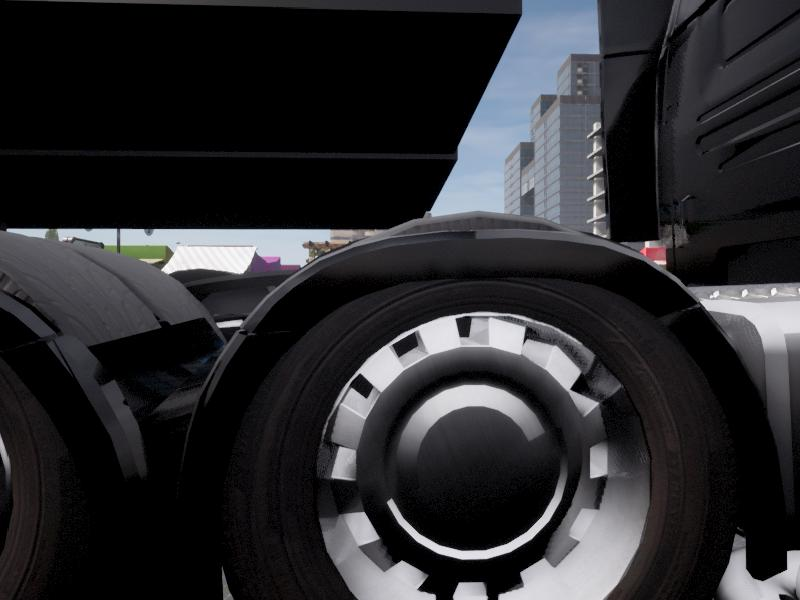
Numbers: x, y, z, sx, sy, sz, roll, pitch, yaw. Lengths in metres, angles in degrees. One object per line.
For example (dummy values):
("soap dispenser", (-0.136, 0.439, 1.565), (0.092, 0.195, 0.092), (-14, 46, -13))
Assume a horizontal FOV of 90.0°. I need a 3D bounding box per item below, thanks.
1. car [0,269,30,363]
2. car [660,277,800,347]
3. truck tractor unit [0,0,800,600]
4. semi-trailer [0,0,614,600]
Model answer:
("car", (-8.620, 0.251, 5.565), (4.792, 1.488, 2.163), (0, 0, -4))
("car", (8.799, 0.254, 9.445), (4.193, 1.474, 1.816), (0, 0, -2))
("truck tractor unit", (1.105, -1.116, 2.104), (6.516, 4.208, 3.053), (0, 0, -3))
("semi-trailer", (-6.800, -1.218, 1.762), (14.254, 4.402, 2.717), (0, 0, -2))
